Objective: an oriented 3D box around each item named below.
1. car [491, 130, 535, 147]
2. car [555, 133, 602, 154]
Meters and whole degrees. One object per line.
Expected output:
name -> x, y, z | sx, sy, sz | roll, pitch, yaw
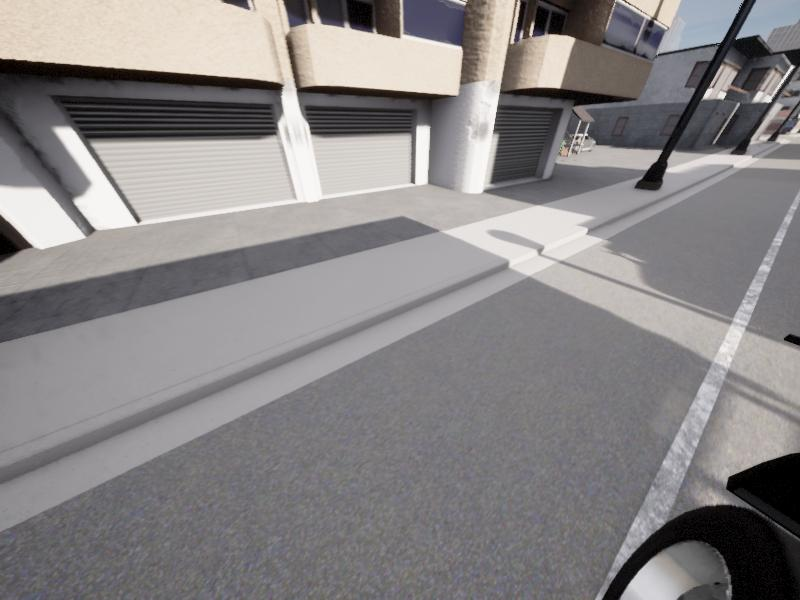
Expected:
car -> 13.949, -19.997, 28.562 | 5.027, 1.636, 2.152 | -22, 41, -26
car -> 17.566, -15.472, 22.791 | 3.806, 1.475, 1.970 | -23, 41, -25
